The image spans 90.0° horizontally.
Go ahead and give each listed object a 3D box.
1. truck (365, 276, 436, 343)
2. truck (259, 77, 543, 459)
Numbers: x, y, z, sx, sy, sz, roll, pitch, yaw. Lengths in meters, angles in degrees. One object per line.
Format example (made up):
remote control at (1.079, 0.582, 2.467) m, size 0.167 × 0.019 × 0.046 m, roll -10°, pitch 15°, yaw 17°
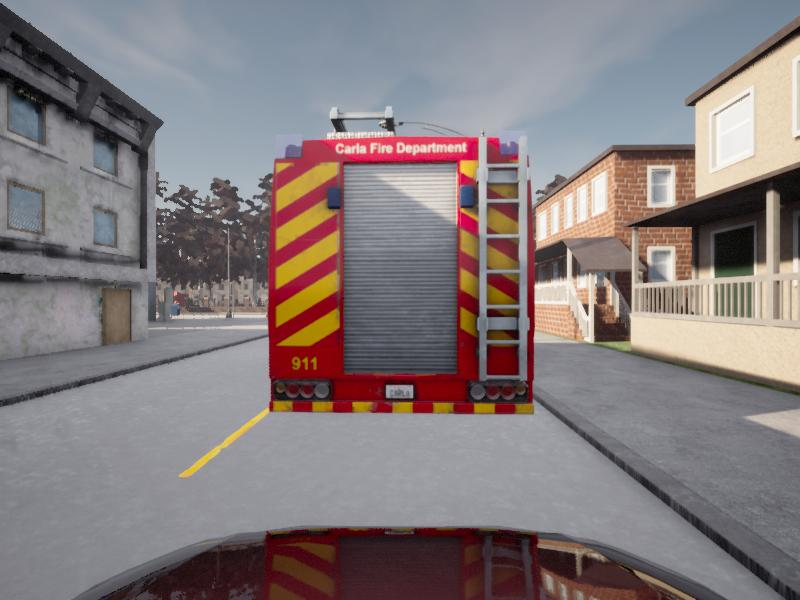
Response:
truck at (0.173, 0.357, 17.323) m, size 2.627 × 2.467 × 5.204 m, roll 0°, pitch 0°, yaw 4°
truck at (0.146, -0.321, 8.301) m, size 2.891 × 3.827 × 8.468 m, roll 0°, pitch 0°, yaw 2°
